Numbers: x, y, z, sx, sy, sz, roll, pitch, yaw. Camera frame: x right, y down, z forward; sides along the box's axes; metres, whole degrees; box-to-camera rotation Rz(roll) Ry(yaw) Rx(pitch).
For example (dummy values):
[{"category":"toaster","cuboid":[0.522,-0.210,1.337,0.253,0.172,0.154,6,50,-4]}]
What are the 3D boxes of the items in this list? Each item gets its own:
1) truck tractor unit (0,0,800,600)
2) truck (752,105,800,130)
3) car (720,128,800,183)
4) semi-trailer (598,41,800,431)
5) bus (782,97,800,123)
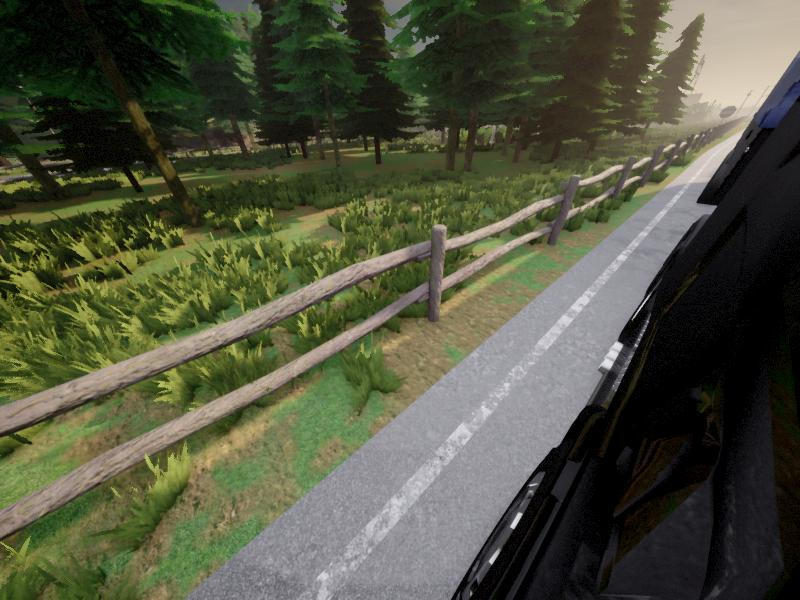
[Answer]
[{"category":"truck tractor unit","cuboid":[2.645,-0.295,0.351,6.516,4.208,3.053,-28,44,-30]},{"category":"truck","cuboid":[51.723,-24.977,31.737,5.204,2.467,2.627,-26,43,-29]},{"category":"car","cuboid":[15.975,-6.289,9.802,4.902,1.511,2.128,-28,44,-30]},{"category":"semi-trailer","cuboid":[8.688,-3.613,4.237,14.254,4.402,2.717,-28,44,-30]},{"category":"bus","cuboid":[83.124,-39.009,47.023,10.273,4.253,3.944,-27,43,-29]}]
